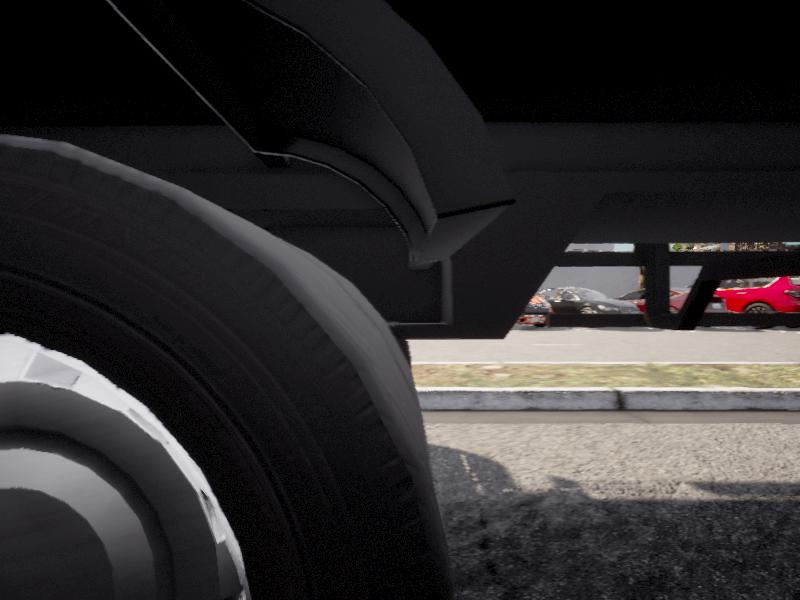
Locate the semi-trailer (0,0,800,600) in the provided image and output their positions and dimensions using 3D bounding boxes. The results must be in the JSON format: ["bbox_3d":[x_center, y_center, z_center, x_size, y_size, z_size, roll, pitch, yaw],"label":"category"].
[{"bbox_3d":[0.845,-1.218,1.697,14.254,4.402,2.717,0,0,0],"label":"semi-trailer"}]
